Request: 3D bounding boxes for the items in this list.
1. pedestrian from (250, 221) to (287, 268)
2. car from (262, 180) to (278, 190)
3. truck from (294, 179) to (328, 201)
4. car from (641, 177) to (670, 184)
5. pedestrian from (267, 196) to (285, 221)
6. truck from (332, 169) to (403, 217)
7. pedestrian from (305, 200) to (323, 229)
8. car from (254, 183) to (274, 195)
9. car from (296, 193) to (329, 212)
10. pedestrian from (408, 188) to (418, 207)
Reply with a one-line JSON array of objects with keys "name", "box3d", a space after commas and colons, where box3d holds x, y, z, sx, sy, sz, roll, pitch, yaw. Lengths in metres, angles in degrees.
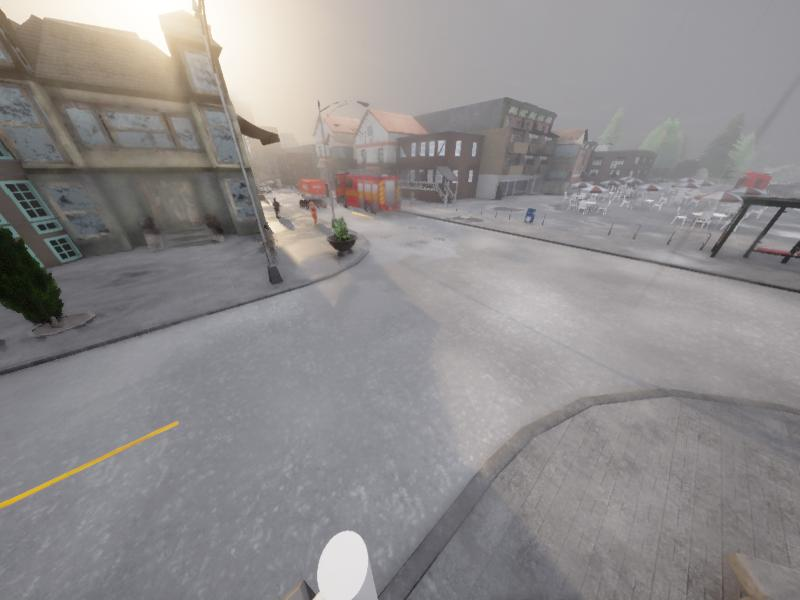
[{"name": "pedestrian", "box3d": [-5.911, -2.523, 10.467, 0.751, 1.860, 0.751, 15, 33, 24]}, {"name": "car", "box3d": [-28.031, -24.848, 49.760, 1.837, 1.490, 4.892, -22, 37, -33]}, {"name": "truck", "box3d": [-13.242, -16.418, 34.193, 2.627, 2.467, 5.204, -22, 37, -33]}, {"name": "car", "box3d": [70.906, -33.253, 64.156, 2.033, 1.649, 4.856, -23, 37, -34]}, {"name": "pedestrian", "box3d": [-10.334, -7.629, 19.311, 0.751, 1.860, 0.751, -7, 31, -12]}, {"name": "truck", "box3d": [-3.610, -11.547, 24.385, 2.891, 3.827, 8.468, -24, 38, -35]}, {"name": "pedestrian", "box3d": [-6.361, -6.355, 17.104, 0.751, 1.860, 0.751, -19, 35, -30]}, {"name": "car", "box3d": [-23.709, -19.343, 40.238, 1.970, 1.475, 3.806, -22, 36, -33]}, {"name": "car", "box3d": [-9.888, -11.038, 25.961, 1.994, 1.385, 4.181, -22, 37, -33]}, {"name": "pedestrian", "box3d": [1.493, -11.605, 26.196, 0.751, 1.860, 0.751, 17, 34, 27]}]
